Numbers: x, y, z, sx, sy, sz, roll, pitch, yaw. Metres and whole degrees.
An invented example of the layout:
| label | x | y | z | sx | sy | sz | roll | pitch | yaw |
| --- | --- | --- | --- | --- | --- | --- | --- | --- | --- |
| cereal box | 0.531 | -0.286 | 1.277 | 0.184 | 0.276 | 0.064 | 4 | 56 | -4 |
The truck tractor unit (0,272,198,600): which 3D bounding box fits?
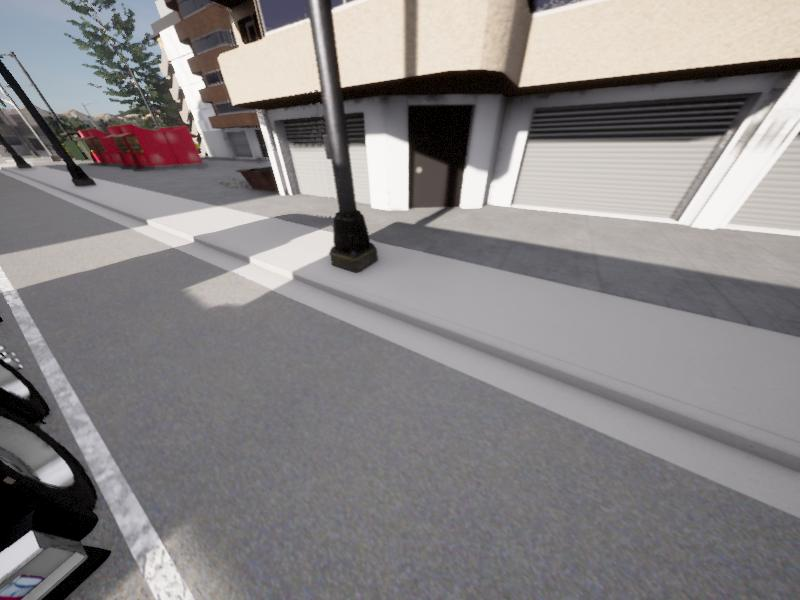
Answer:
| label | x | y | z | sx | sy | sz | roll | pitch | yaw |
| --- | --- | --- | --- | --- | --- | --- | --- | --- | --- |
| truck tractor unit | -5.123 | -0.289 | 0.755 | 6.516 | 4.208 | 3.053 | 18 | 39 | 23 |
